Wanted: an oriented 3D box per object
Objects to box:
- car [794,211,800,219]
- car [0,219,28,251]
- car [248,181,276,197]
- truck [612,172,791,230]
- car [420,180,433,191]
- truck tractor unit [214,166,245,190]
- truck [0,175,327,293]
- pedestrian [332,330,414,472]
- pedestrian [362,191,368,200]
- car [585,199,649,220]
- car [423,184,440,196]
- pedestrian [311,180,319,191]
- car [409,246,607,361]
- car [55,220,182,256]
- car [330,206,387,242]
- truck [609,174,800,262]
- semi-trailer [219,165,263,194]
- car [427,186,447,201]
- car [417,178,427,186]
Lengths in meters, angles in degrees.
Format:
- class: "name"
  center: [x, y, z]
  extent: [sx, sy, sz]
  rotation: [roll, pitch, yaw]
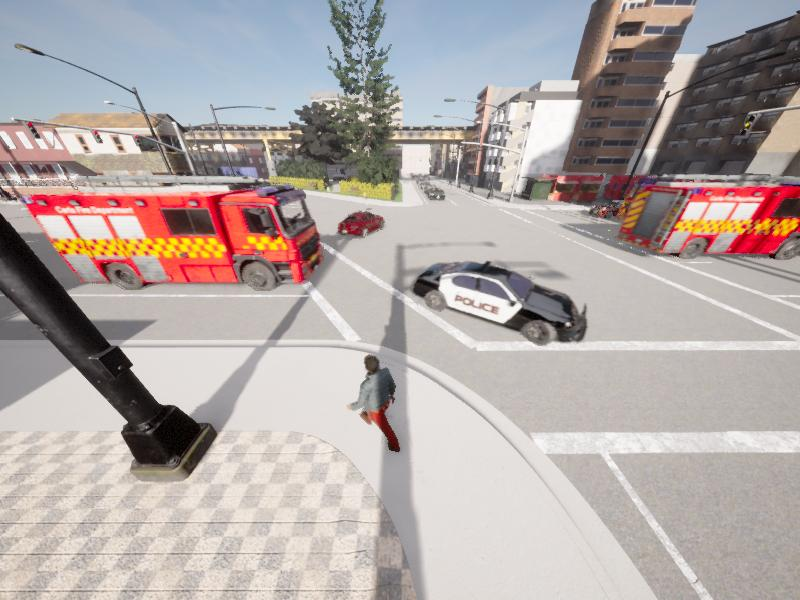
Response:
- class: "car"
  center: [41.973, -8.351, 22.155]
  extent: [4.181, 1.385, 1.994]
  rotation: [1, 30, -1]
- class: "car"
  center: [-24.251, -3.479, 12.635]
  extent: [3.806, 1.475, 1.970]
  rotation: [1, 30, -1]
- class: "car"
  center: [-23.171, -18.733, 38.707]
  extent: [5.566, 2.045, 2.150]
  rotation: [26, 39, 38]
- class: "truck"
  center: [23.136, -7.864, 18.354]
  extent: [8.468, 3.827, 2.891]
  rotation: [0, 30, -1]
- class: "car"
  center: [5.426, -23.699, 47.738]
  extent: [2.152, 1.651, 5.027]
  rotation: [0, 30, 0]
- class: "truck tractor unit"
  center: [-36.916, -26.470, 49.942]
  extent: [6.516, 4.208, 3.053]
  rotation: [27, 39, 37]
- class: "truck"
  center: [-7.809, -2.665, 9.078]
  extent: [8.468, 3.827, 2.891]
  rotation: [0, 30, 0]
- class: "pedestrian"
  center: [-0.340, 1.520, 3.472]
  extent: [0.751, 1.860, 0.751]
  rotation: [22, 37, 33]
- class: "pedestrian"
  center: [-4.843, -14.398, 31.800]
  extent: [0.500, 1.100, 0.500]
  rotation: [-16, 34, -26]
- class: "car"
  center: [20.444, -8.612, 21.937]
  extent: [3.806, 1.475, 1.970]
  rotation: [0, 30, 0]
- class: "car"
  center: [5.369, -19.041, 39.809]
  extent: [2.163, 1.488, 4.792]
  rotation: [0, 30, 0]
- class: "pedestrian"
  center: [-15.958, -21.437, 43.242]
  extent: [0.751, 1.860, 0.751]
  rotation: [18, 35, 29]
- class: "car"
  center: [2.955, -0.275, 7.272]
  extent: [4.974, 1.542, 2.038]
  rotation: [19, 36, 29]
- class: "car"
  center: [-15.141, -3.436, 12.690]
  extent: [4.193, 1.474, 1.816]
  rotation: [0, 30, 0]
- class: "car"
  center: [-2.731, -5.581, 16.534]
  extent: [1.812, 1.442, 4.674]
  rotation: [12, 32, 17]
- class: "truck"
  center: [17.305, -4.394, 12.233]
  extent: [8.468, 3.827, 2.891]
  rotation: [0, 30, 0]
- class: "semi-trailer"
  center: [-31.288, -23.777, 45.076]
  extent: [14.254, 4.402, 2.717]
  rotation: [26, 39, 38]
- class: "car"
  center: [5.324, -15.635, 33.769]
  extent: [2.152, 1.651, 5.027]
  rotation: [0, 30, 1]
- class: "car"
  center: [5.557, -30.543, 59.589]
  extent: [2.152, 1.651, 5.027]
  rotation: [0, 30, 0]
